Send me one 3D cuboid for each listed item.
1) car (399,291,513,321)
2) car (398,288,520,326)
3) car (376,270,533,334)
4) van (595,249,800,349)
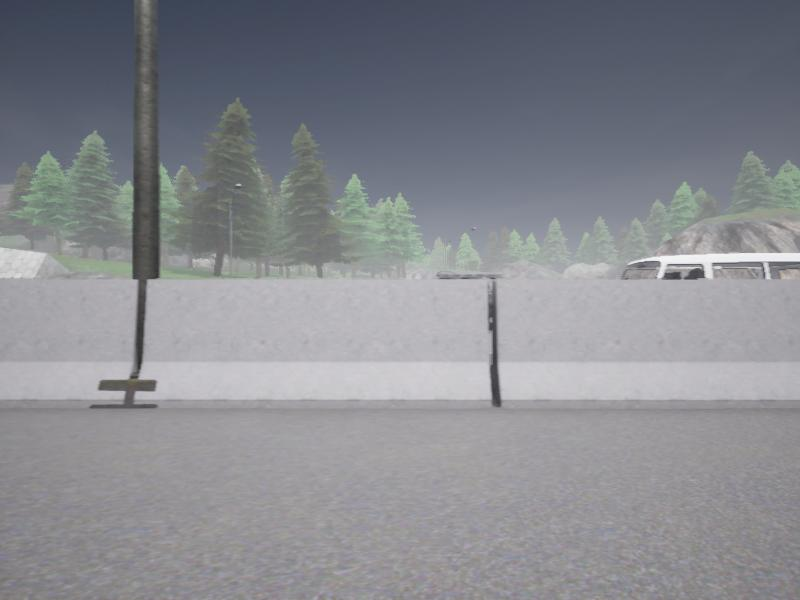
[{"bbox_3d":[2.612,0.295,19.703,5.357,1.411,2.033,0,0,0],"label":"car"},{"bbox_3d":[2.261,0.270,16.199,4.674,1.442,1.812,0,0,0],"label":"car"},{"bbox_3d":[1.586,0.053,12.703,4.605,1.855,1.932,0,0,0],"label":"car"},{"bbox_3d":[7.244,-0.028,9.204,4.480,2.038,2.069,0,0,0],"label":"van"}]
